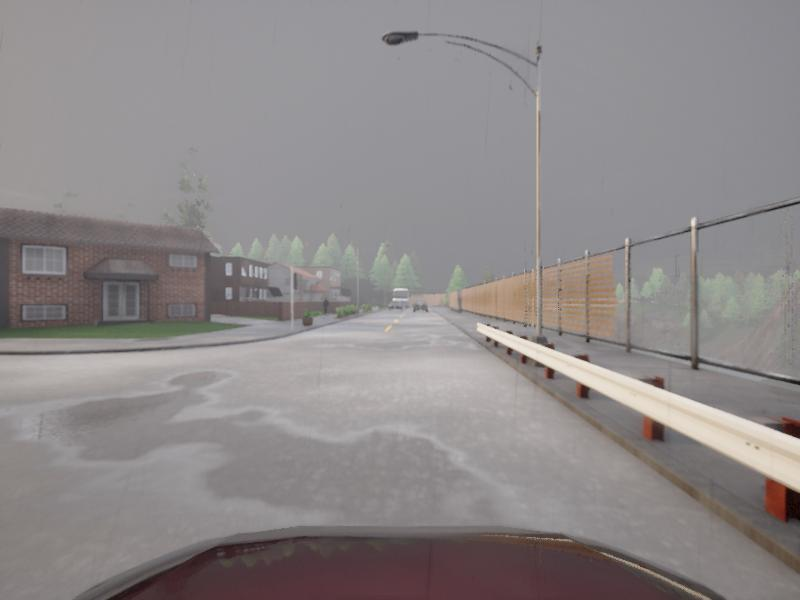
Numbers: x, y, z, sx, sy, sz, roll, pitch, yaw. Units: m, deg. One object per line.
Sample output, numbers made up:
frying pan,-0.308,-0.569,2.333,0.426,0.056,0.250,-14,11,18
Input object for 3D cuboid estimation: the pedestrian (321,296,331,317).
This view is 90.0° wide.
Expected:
pedestrian,-6.704,0.603,36.158,0.751,1.860,0.751,0,0,-1

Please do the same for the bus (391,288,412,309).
bus,0.462,-0.372,86.842,3.944,4.253,10.273,0,0,3

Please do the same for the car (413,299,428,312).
car,3.085,0.809,60.227,2.097,1.767,4.553,0,0,3

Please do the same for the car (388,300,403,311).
car,-0.708,0.905,64.638,2.152,1.651,5.027,0,0,3
